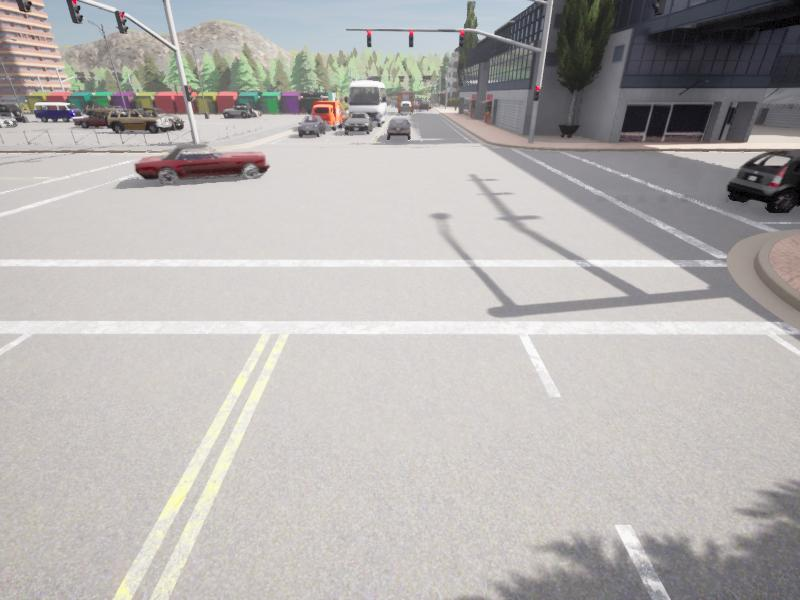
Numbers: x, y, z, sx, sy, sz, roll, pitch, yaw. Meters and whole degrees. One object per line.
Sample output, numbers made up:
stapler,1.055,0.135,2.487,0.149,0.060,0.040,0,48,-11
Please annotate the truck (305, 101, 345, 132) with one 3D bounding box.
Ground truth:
truck,-6.971,-17.542,38.052,2.627,2.467,5.204,1,27,1

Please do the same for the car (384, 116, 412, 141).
car,-0.095,-13.631,31.618,2.033,1.411,5.357,0,27,0

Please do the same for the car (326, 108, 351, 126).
car,-6.776,-20.549,44.878,1.801,1.575,5.366,1,27,1

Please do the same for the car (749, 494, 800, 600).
car,3.500,2.270,0.697,1.994,1.385,4.181,0,27,0

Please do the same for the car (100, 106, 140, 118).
car,-38.810,-26.110,55.494,3.905,1.438,1.784,0,27,0

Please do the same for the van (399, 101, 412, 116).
van,0.981,-31.604,65.896,2.069,2.038,4.480,1,27,1

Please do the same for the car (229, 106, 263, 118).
car,-21.343,-26.076,55.498,3.806,1.475,1.970,0,27,0

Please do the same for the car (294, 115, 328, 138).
car,-7.088,-14.019,32.223,1.845,1.501,3.633,0,27,1

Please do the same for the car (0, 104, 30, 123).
car,-45.217,-21.218,45.517,3.866,1.878,1.905,0,27,0

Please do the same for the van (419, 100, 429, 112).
van,4.808,-38.672,79.704,1.775,1.987,4.442,1,27,1

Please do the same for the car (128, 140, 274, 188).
car,-7.607,-5.424,15.752,4.718,1.301,1.895,-10,29,-19

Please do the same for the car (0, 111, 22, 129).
car,-38.820,-17.036,37.903,3.806,1.475,1.970,0,27,0

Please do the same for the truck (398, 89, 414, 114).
truck,1.144,-36.692,73.832,2.891,3.827,8.468,1,27,1

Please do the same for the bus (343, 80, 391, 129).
bus,-3.194,-21.035,42.899,3.944,4.253,10.273,1,27,1

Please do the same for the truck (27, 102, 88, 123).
truck,-38.837,-21.303,45.469,4.478,2.038,2.069,0,27,0

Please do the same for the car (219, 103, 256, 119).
car,-21.359,-24.966,52.813,3.866,1.878,1.905,0,27,0

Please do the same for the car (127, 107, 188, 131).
car,-21.358,-15.998,35.358,3.866,1.878,1.905,0,27,0

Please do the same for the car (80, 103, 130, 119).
car,-38.879,-24.974,52.822,4.605,1.855,1.932,0,27,0

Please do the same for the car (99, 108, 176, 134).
car,-21.418,-14.678,32.783,4.605,1.855,1.932,0,27,0

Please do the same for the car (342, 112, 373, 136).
car,-3.562,-15.368,34.749,2.152,1.651,5.027,0,27,0

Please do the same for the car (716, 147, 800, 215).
car,12.178,-3.522,11.711,3.988,1.617,1.851,0,27,0

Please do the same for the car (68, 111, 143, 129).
car,-27.794,-17.037,37.891,5.357,1.415,2.033,0,27,0
